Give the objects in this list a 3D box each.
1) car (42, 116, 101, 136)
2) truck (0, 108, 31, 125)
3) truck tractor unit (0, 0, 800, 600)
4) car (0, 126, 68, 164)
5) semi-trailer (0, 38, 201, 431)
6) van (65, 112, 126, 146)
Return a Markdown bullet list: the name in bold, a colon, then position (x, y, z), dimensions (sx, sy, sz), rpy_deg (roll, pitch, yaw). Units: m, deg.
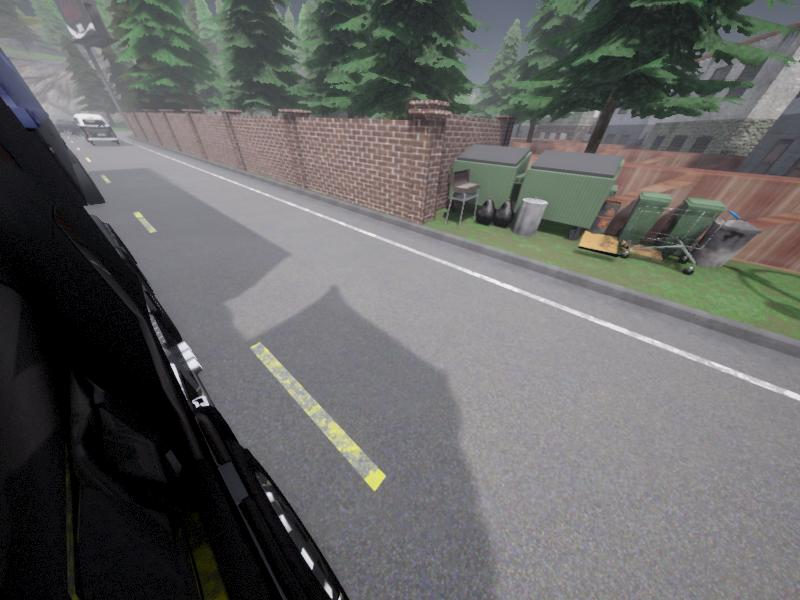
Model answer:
- **car**: position (-36.712, -19.398, 25.823), dimensions (4.892, 1.490, 1.837), rpy_deg (15, 37, 15)
- **truck**: position (-63.807, -29.462, 37.022), dimensions (6.274, 2.098, 2.390), rpy_deg (13, 38, 13)
- **truck tractor unit**: position (-2.645, -0.295, 0.351), dimensions (6.516, 4.208, 3.053), rpy_deg (28, 44, 30)
- **car**: position (-20.211, -8.494, 12.518), dimensions (4.181, 1.385, 1.994), rpy_deg (28, 44, 30)
- **semi-trailer**: position (-8.668, -3.633, 4.246), dimensions (14.254, 4.402, 2.717), rpy_deg (29, 44, 30)
- **van**: position (-25.795, -14.483, 19.585), dimensions (4.480, 2.038, 2.069), rpy_deg (28, 44, 29)
